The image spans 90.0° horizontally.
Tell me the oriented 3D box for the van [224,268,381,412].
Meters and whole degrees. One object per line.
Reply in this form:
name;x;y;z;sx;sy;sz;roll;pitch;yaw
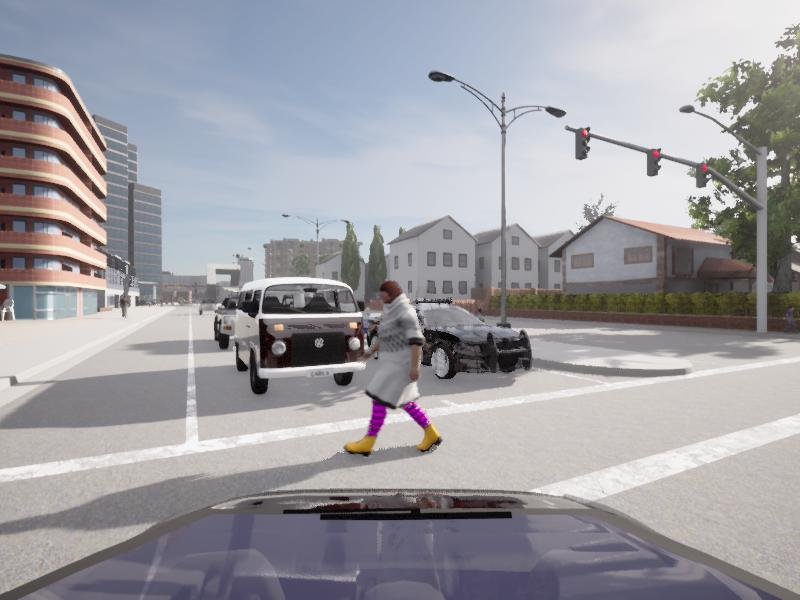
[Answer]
van;-2.275;0.571;8.144;2.069;2.038;4.480;0;0;-28

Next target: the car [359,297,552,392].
car;0.898;0.771;9.701;1.930;1.638;5.238;0;0;-28

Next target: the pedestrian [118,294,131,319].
pedestrian;-20.512;0.485;29.784;0.751;1.860;0.751;0;0;-30

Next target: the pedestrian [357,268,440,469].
pedestrian;-0.047;0.637;4.141;0.751;1.860;0.751;0;0;-10

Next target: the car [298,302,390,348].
car;-2.416;0.851;15.947;2.163;1.488;4.792;0;0;-28

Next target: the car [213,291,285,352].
car;-5.661;0.652;14.604;1.932;1.855;4.605;0;0;-28

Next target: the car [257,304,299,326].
car;-8.424;0.944;27.403;1.895;1.301;4.718;0;0;-28

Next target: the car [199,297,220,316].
car;-20.127;0.653;42.195;1.932;1.855;4.605;0;0;-27

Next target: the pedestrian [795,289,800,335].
pedestrian;16.775;0.491;16.285;0.751;1.860;0.751;0;0;-17

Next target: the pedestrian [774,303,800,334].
pedestrian;16.586;0.772;16.993;0.751;1.300;0.751;0;0;-13
